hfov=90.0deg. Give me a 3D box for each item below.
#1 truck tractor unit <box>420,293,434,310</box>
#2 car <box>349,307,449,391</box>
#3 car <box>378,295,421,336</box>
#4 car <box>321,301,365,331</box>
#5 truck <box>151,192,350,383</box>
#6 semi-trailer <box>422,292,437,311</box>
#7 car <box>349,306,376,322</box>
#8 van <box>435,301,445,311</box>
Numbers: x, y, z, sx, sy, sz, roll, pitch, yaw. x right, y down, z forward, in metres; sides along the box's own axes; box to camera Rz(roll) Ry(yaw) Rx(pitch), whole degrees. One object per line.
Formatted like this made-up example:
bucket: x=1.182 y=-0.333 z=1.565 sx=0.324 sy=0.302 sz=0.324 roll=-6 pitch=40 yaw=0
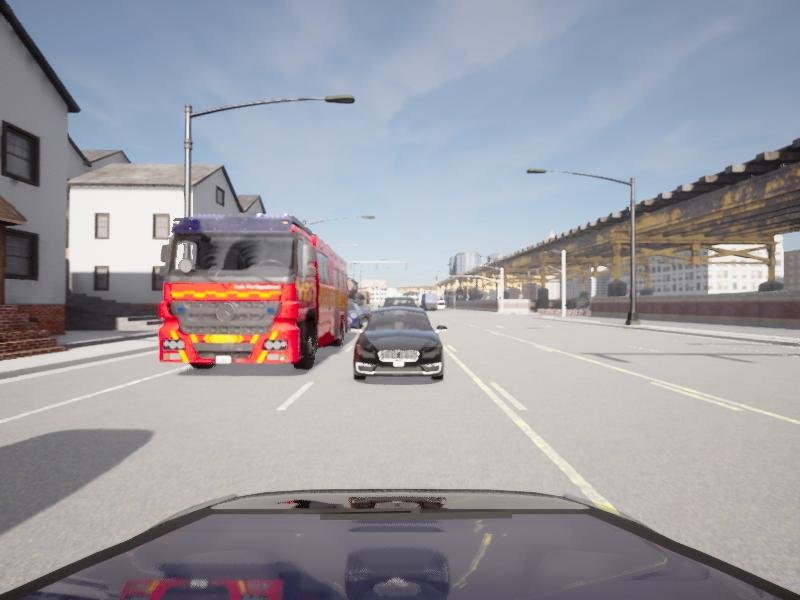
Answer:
truck tractor unit: x=7.069 y=0.590 z=105.755 sx=3.053 sy=4.208 sz=6.516 roll=2 pitch=-2 yaw=0
car: x=-0.023 y=0.938 z=9.794 sx=1.837 sy=1.490 sz=4.892 roll=0 pitch=0 yaw=0
car: x=-0.013 y=0.800 z=23.001 sx=2.150 sy=2.045 sz=5.566 roll=0 pitch=0 yaw=0
car: x=-3.511 y=0.942 z=25.454 sx=2.097 sy=1.767 sz=4.553 roll=0 pitch=-1 yaw=0
truck: x=-3.520 y=-0.213 z=12.239 sx=2.891 sy=3.827 sz=8.468 roll=0 pitch=-1 yaw=0
semi-trailer: x=7.035 y=0.400 z=97.804 sx=2.717 sy=4.402 sz=14.254 roll=0 pitch=0 yaw=0
car: x=-3.496 y=1.277 z=38.254 sx=2.033 sy=1.411 sz=5.357 roll=0 pitch=-1 yaw=0
van: x=10.546 y=1.454 z=104.757 sx=1.988 sy=2.561 sz=5.915 roll=0 pitch=-1 yaw=0
